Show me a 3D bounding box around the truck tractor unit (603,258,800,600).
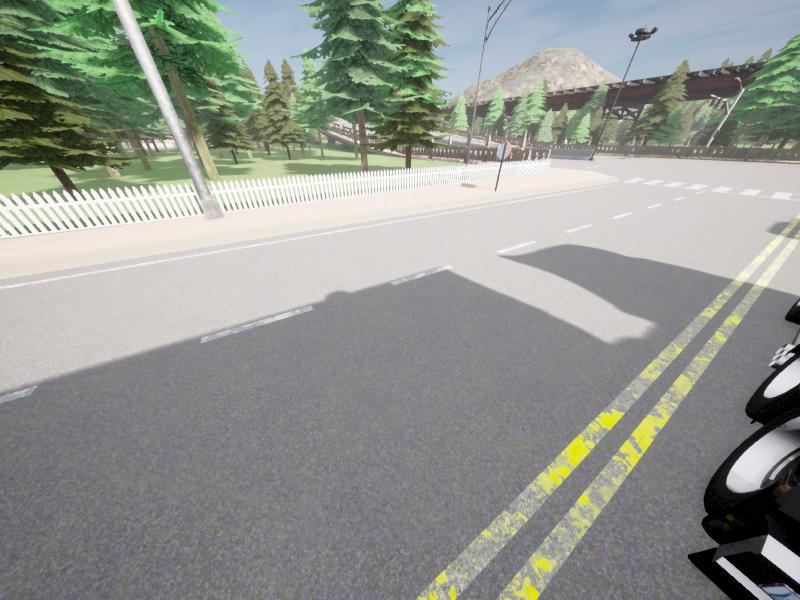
[{"bbox_3d":[5.098,-0.313,0.796,6.516,4.208,3.053,-19,39,-25],"label":"truck tractor unit"}]
